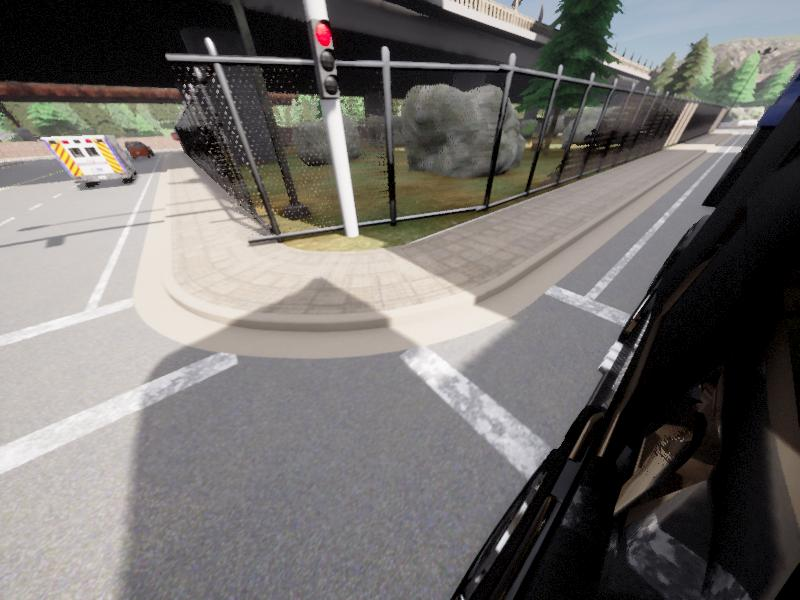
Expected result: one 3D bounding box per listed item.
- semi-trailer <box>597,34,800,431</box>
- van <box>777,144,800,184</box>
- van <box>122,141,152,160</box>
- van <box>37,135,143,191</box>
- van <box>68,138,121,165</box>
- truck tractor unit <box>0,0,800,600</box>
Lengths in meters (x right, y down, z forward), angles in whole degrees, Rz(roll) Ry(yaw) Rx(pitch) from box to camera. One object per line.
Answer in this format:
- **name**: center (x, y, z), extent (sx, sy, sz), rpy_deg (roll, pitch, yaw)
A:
- **semi-trailer**: center (8.774, -3.529, 4.187), extent (14.254, 4.402, 2.717), rpy_deg (-27, 43, -29)
- **van**: center (16.921, -5.568, 8.509), extent (4.480, 2.038, 2.069), rpy_deg (-29, 43, -34)
- **van**: center (-35.680, -20.392, 31.447), extent (1.775, 1.987, 4.442), rpy_deg (-27, 43, -30)
- **van**: center (-19.047, -8.940, 14.739), extent (2.351, 2.431, 6.366), rpy_deg (-27, 43, -30)
- **van**: center (-37.242, -18.376, 28.441), extent (2.351, 2.431, 6.366), rpy_deg (-27, 43, -30)
- **truck tractor unit**: center (2.645, -0.295, 0.352), extent (6.516, 4.208, 3.053), rpy_deg (-28, 44, -30)
